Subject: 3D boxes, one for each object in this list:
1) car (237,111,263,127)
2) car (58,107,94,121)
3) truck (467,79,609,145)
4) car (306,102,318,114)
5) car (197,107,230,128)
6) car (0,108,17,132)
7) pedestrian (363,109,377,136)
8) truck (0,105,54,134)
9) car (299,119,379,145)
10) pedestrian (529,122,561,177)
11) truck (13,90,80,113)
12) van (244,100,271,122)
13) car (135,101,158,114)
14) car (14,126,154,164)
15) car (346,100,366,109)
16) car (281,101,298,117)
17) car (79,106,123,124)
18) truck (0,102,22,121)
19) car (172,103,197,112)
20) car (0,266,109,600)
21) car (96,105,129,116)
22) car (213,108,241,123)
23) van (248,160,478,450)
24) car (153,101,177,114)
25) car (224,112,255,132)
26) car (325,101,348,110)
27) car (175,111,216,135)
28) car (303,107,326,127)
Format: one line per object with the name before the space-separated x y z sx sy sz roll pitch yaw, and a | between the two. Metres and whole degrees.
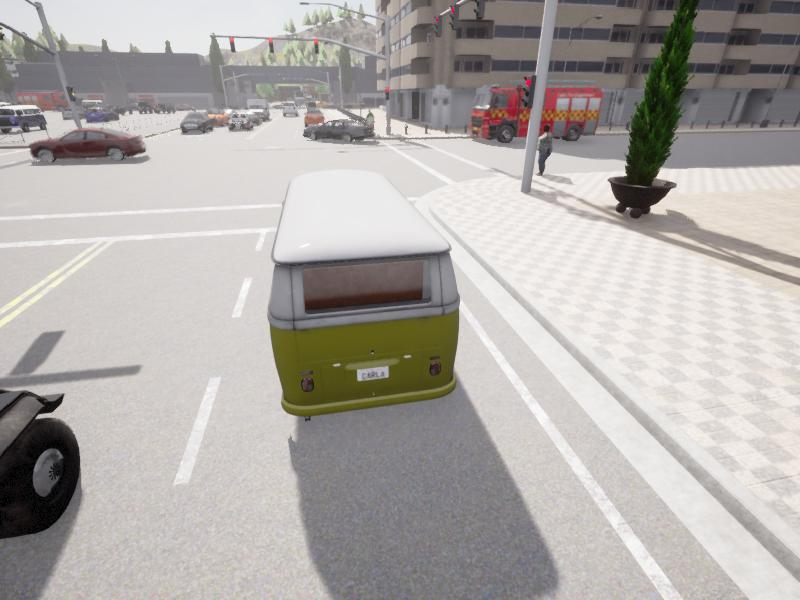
car | -16.649 -20.207 44.483 1.994 1.385 4.181 -5 28 -10
car | -42.058 -24.253 52.033 1.970 1.475 3.806 -5 28 -10
truck | 9.334 -13.063 27.719 8.468 3.827 2.891 -6 28 -10
car | -16.089 -35.321 73.354 1.905 1.878 3.866 -5 28 -10
car | -19.896 -19.661 42.961 2.097 1.767 4.553 -5 28 -10
car | -35.170 -15.058 33.592 1.932 1.855 4.605 -5 28 -10
pedestrian | -2.313 -13.722 30.903 0.751 1.860 0.751 -17 31 -29
truck | -32.344 -15.432 34.109 2.069 2.038 4.478 -5 28 -10
car | -4.370 -12.091 28.589 5.357 1.411 2.033 13 30 25
pedestrian | 5.417 -5.650 15.062 0.751 1.860 0.751 4 27 7
truck | -67.365 -37.945 76.401 8.468 3.827 2.891 -5 28 -9
van | -18.385 -24.598 51.878 2.351 2.431 6.366 -5 28 -10
car | -42.802 -32.534 67.632 1.905 1.878 3.866 -5 28 -10
car | -15.743 -7.896 20.262 5.008 1.535 1.882 -5 28 -11
car | -10.532 -46.957 95.992 4.605 1.855 1.932 -5 28 -10
car | -17.262 -29.987 62.788 2.150 2.045 5.566 -5 28 -10
car | -35.287 -21.937 47.355 2.242 1.667 4.611 -5 28 -10
truck | -50.566 -23.760 50.351 2.069 2.038 4.478 -5 28 -10
car | -43.410 -38.772 80.642 3.806 1.475 1.970 -5 28 -10
car | -3.361 1.530 1.574 1.905 1.878 3.866 -5 28 -10
car | -44.213 -29.198 61.649 2.033 1.415 5.357 -5 28 -10
car | -21.410 -22.945 49.700 2.163 1.488 4.792 -5 28 -10
van | -0.681 -0.527 5.471 1.775 1.987 4.442 -5 28 -10
car | -39.952 -32.772 68.083 1.932 1.855 4.605 -5 28 -10
car | -15.225 -17.036 38.188 1.970 1.475 3.806 -5 28 -10
car | -14.590 -44.840 92.128 4.856 1.649 2.033 -5 28 -10
car | -18.346 -16.081 36.174 2.033 1.649 4.856 -5 28 -10
car | -9.201 -19.723 43.059 2.097 1.767 4.553 -5 28 -10
